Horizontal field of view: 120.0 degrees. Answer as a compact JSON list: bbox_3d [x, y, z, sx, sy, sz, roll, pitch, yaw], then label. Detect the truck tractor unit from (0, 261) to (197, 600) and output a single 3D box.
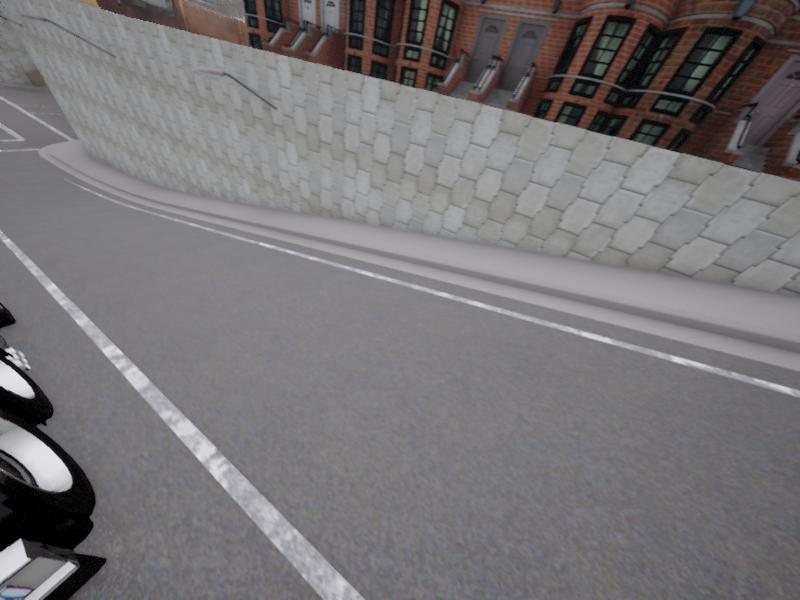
[{"bbox_3d":[-5.125,-0.278,0.811,6.516,4.208,3.053,18,39,25],"label":"truck tractor unit"}]
